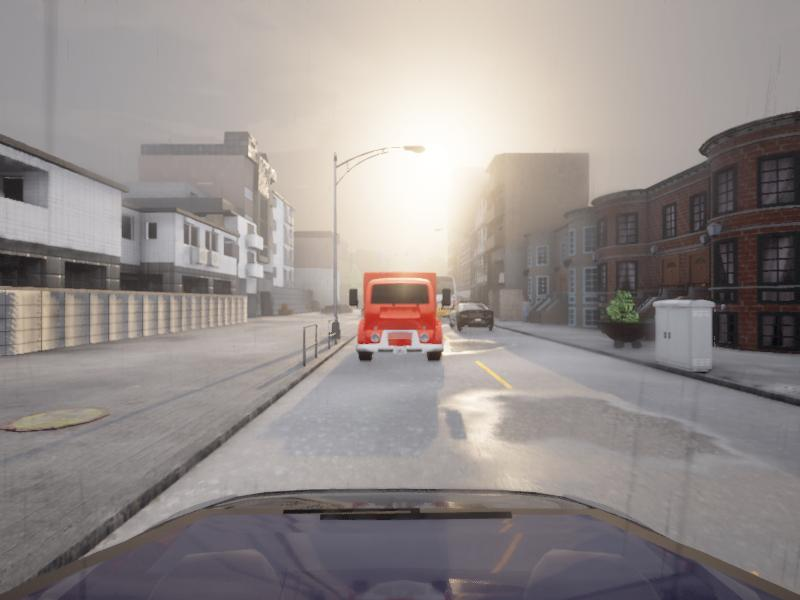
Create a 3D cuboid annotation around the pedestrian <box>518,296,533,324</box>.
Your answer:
[{"bbox_3d":[8.358,0.649,26.637,0.751,1.860,0.751,0,0,0],"label":"pedestrian"}]

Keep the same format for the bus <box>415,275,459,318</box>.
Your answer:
[{"bbox_3d":[3.865,-0.344,44.610,3.944,4.253,10.273,0,0,0],"label":"bus"}]

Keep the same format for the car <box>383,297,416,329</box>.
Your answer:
[{"bbox_3d":[-0.010,0.756,25.063,1.905,1.878,3.866,0,0,0],"label":"car"}]

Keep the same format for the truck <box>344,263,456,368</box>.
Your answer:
[{"bbox_3d":[-0.004,0.427,12.016,2.627,2.467,5.204,0,-1,0],"label":"truck"}]

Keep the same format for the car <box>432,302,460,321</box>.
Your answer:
[{"bbox_3d":[3.987,0.975,35.335,1.882,1.535,5.008,0,-1,0],"label":"car"}]

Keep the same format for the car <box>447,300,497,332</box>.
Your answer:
[{"bbox_3d":[3.991,0.872,22.998,1.930,1.638,5.238,0,-1,0],"label":"car"}]
